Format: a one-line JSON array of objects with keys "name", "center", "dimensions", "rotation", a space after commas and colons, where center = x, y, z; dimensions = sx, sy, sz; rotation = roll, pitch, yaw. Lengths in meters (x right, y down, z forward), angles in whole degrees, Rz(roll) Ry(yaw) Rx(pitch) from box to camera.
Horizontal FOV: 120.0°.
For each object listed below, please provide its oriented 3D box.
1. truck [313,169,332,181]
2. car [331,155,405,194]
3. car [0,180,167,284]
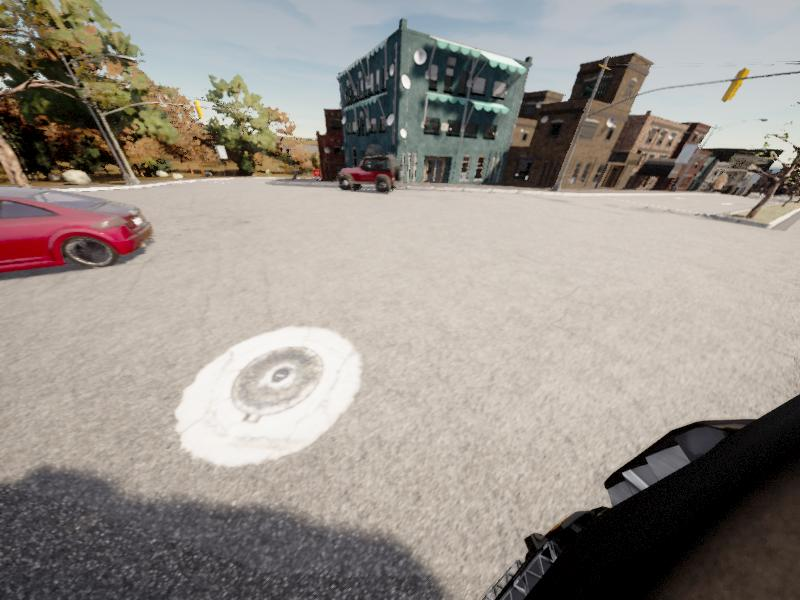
[{"name": "truck", "center": [-21.376, -34.519, 63.848], "dimensions": [2.627, 2.467, 5.204], "rotation": [11, 28, 11]}, {"name": "car", "center": [-1.799, -7.615, 13.942], "dimensions": [3.866, 1.878, 1.905], "rotation": [7, 31, 10]}, {"name": "car", "center": [-7.614, -1.308, 4.288], "dimensions": [4.181, 1.385, 1.994], "rotation": [-16, 37, -27]}]
